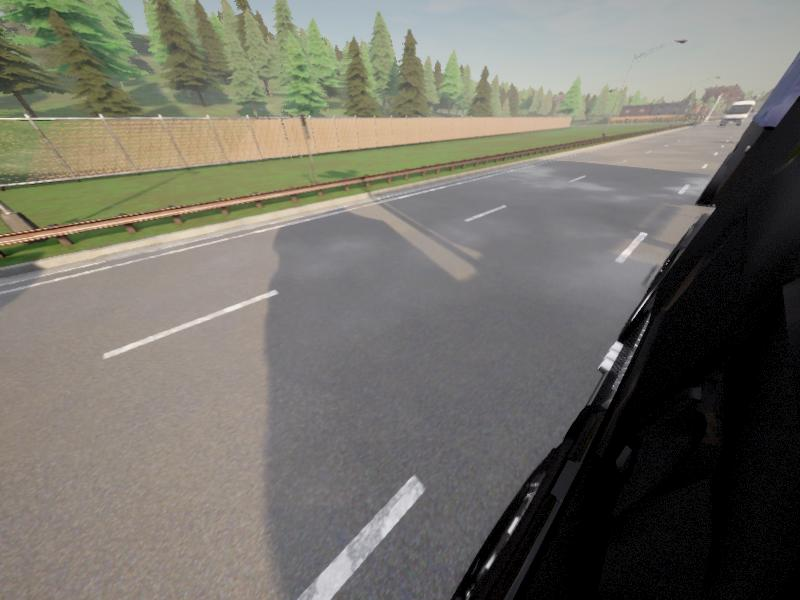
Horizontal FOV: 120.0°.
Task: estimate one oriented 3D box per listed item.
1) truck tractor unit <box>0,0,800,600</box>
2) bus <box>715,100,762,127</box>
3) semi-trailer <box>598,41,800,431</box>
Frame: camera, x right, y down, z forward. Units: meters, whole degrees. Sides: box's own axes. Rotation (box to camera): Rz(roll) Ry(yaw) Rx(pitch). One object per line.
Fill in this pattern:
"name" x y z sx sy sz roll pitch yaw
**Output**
"truck tractor unit" 2.645 -0.295 0.352 6.516 4.208 3.053 -28 44 -30
"bus" 74.470 -40.968 50.883 10.273 4.253 3.944 -28 44 -30
"semi-trailer" 8.699 -3.581 4.259 14.254 4.402 2.717 -28 44 -30
